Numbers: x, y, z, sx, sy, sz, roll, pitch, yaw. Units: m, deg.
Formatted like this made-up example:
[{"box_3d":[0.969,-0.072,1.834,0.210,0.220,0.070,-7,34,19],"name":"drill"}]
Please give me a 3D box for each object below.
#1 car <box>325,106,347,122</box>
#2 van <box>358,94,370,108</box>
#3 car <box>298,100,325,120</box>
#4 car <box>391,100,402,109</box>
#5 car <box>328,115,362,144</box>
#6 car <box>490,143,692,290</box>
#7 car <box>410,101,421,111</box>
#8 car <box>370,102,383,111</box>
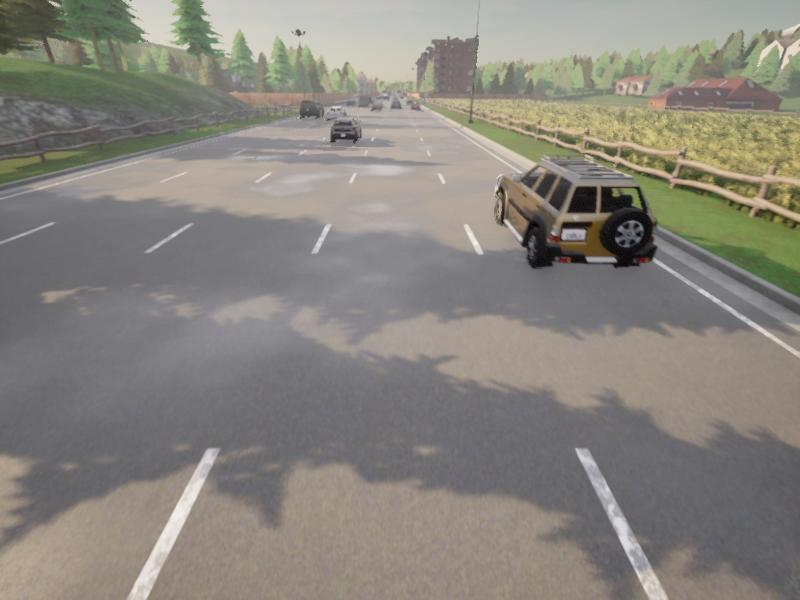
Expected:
[{"box_3d":[-7.332,-21.572,46.311,1.970,1.475,3.806,0,27,-1],"name":"car"},{"box_3d":[-7.846,-43.631,87.523,1.988,2.561,5.915,0,27,-1],"name":"van"},{"box_3d":[-10.855,-23.530,49.406,2.150,2.045,5.566,0,27,-1],"name":"car"},{"box_3d":[-0.784,-40.315,82.385,2.242,1.667,4.611,0,27,-1],"name":"car"},{"box_3d":[-3.687,-11.761,27.502,1.816,1.474,4.193,0,28,-1],"name":"car"},{"box_3d":[3.454,-2.075,8.548,1.932,1.855,4.605,0,28,-1],"name":"car"},{"box_3d":[2.821,-36.195,74.480,1.845,1.501,3.633,0,27,-1],"name":"car"},{"box_3d":[-4.148,-34.949,72.153,2.033,1.411,5.357,0,27,-1],"name":"car"}]
